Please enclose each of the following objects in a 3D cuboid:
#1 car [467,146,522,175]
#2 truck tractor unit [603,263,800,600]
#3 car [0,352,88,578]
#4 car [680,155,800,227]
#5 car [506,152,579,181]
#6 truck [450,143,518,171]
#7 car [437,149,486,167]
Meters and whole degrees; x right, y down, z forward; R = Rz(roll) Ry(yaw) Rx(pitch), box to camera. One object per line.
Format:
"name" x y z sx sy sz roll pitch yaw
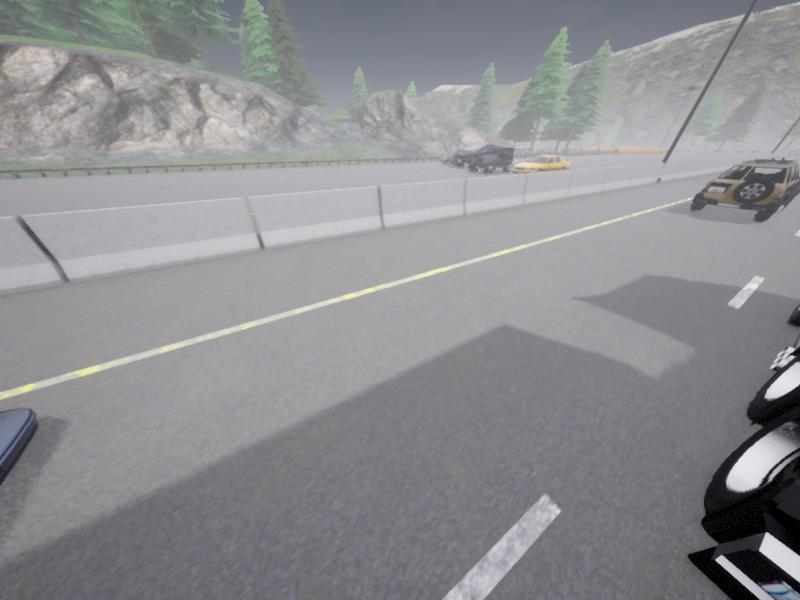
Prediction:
"car" 7.875 -11.738 19.388 3.866 1.878 1.905 -18 39 -24
"truck tractor unit" 5.111 -0.297 0.805 6.516 4.208 3.053 -18 38 -25
"car" -4.965 1.834 0.109 5.357 1.411 2.033 -18 39 -24
"car" 13.492 -4.330 8.793 4.605 1.855 1.932 -18 39 -24
"car" 10.856 -10.271 17.581 5.366 1.575 1.801 -18 39 -24
"truck" 8.304 -14.265 22.852 6.274 2.098 2.390 -18 39 -24
"car" 6.839 -15.852 25.639 4.902 1.511 2.128 -18 39 -25
